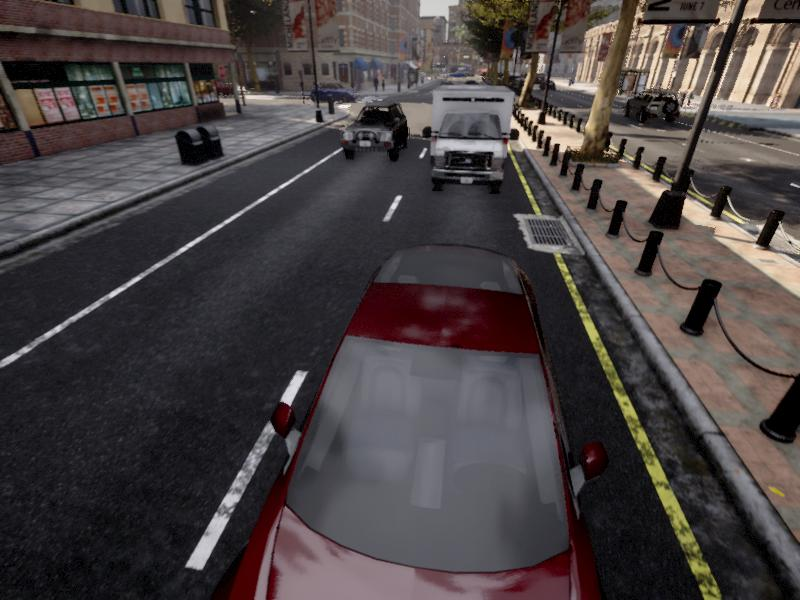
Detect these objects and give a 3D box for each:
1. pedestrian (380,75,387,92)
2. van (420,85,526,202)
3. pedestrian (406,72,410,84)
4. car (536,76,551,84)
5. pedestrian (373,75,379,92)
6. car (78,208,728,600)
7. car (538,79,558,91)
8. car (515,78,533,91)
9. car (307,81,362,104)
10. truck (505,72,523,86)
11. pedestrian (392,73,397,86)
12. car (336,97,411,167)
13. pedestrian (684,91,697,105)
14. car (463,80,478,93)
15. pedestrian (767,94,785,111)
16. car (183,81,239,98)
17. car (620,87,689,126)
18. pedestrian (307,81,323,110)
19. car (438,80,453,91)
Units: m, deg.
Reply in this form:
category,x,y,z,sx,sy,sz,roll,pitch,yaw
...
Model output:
category,x,y,z,sx,sy,sz,roll,pitch,yaw
pedestrian,-2.060,-26.888,49.762,0.751,1.860,0.751,4,31,6
van,2.192,-5.259,12.614,2.351,2.431,6.366,5,31,7
pedestrian,1.492,-41.522,74.815,0.751,1.860,0.751,6,31,9
car,29.436,-45.131,82.155,1.895,1.301,4.718,5,31,7
pedestrian,-2.969,-26.914,49.798,0.751,1.860,0.751,-1,30,-2
car,0.294,0.777,3.217,2.163,1.488,4.792,5,31,8
car,22.268,-32.455,60.329,1.970,1.475,3.806,5,31,7
car,18.832,-32.858,60.876,1.837,1.490,4.892,5,31,7
car,-6.107,-19.537,37.569,4.553,1.767,2.097,8,31,13
truck,21.575,-42.110,76.125,2.390,2.098,6.274,5,31,7
pedestrian,-0.865,-36.852,66.809,0.751,1.860,0.751,3,30,5
car,-0.836,-6.667,15.533,1.932,1.855,4.605,5,31,7
pedestrian,25.764,-17.935,35.479,0.500,1.100,0.500,9,31,15
car,9.541,-28.944,54.150,1.812,1.442,4.674,5,31,7
pedestrian,29.362,-15.426,31.224,0.500,1.100,0.500,-7,31,-13
car,-20.131,-22.482,42.723,5.008,1.535,1.882,4,31,7
car,16.132,-12.525,25.713,1.932,1.855,4.605,5,31,8
pedestrian,-6.243,-15.013,29.419,0.751,1.860,0.751,5,31,7
car,6.608,-30.892,57.589,1.895,1.301,4.718,5,31,7
